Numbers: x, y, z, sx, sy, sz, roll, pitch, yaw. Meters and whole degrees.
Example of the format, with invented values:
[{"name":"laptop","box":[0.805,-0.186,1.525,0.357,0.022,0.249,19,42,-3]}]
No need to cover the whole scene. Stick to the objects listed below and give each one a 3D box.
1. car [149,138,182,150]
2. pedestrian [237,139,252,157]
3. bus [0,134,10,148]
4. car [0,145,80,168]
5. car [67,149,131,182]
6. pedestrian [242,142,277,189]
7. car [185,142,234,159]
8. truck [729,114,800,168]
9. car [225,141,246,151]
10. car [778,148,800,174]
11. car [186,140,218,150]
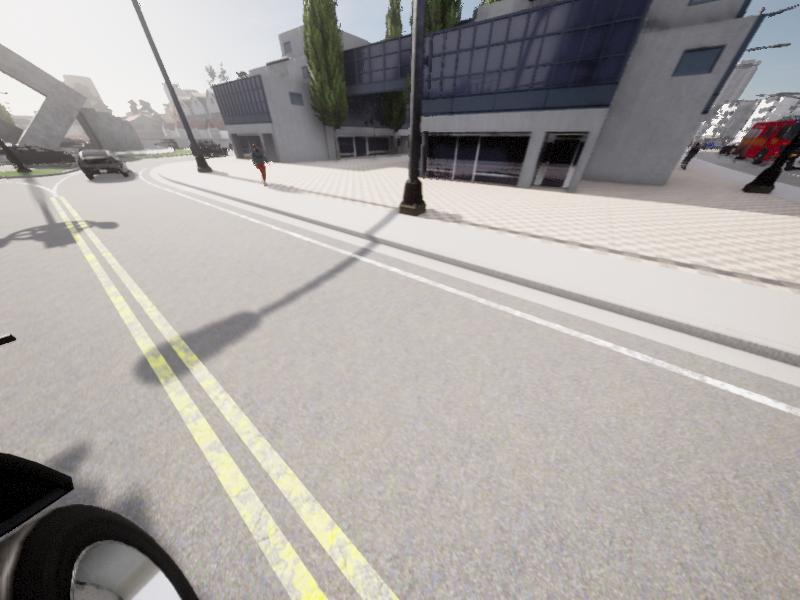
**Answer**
[{"name":"car","box":[-47.145,-31.355,46.467,3.866,1.878,1.905,-5,35,-7]},{"name":"pedestrian","box":[-19.040,-18.580,28.284,0.751,1.860,0.751,0,35,0]},{"name":"bus","box":[-91.410,-36.217,50.840,10.273,4.253,3.944,24,41,29]},{"name":"car","box":[-31.842,-12.820,20.528,1.845,1.501,3.633,27,43,32]},{"name":"car","box":[-19.752,-9.109,15.398,1.837,1.490,4.892,-28,44,-34]},{"name":"pedestrian","box":[-6.779,-6.530,11.238,0.751,1.860,0.751,29,44,34]},{"name":"car","box":[-24.433,-19.472,29.975,1.930,1.638,5.238,2,35,1]},{"name":"truck","box":[37.297,-15.653,22.577,2.891,3.827,8.468,23,42,29]},{"name":"car","box":[-31.341,-29.310,43.985,3.705,1.549,1.789,26,42,32]},{"name":"car","box":[32.088,-10.412,17.408,2.038,1.542,4.974,23,42,28]},{"name":"car","box":[-42.888,-33.711,50.154,4.611,1.667,2.242,-9,36,-12]}]
